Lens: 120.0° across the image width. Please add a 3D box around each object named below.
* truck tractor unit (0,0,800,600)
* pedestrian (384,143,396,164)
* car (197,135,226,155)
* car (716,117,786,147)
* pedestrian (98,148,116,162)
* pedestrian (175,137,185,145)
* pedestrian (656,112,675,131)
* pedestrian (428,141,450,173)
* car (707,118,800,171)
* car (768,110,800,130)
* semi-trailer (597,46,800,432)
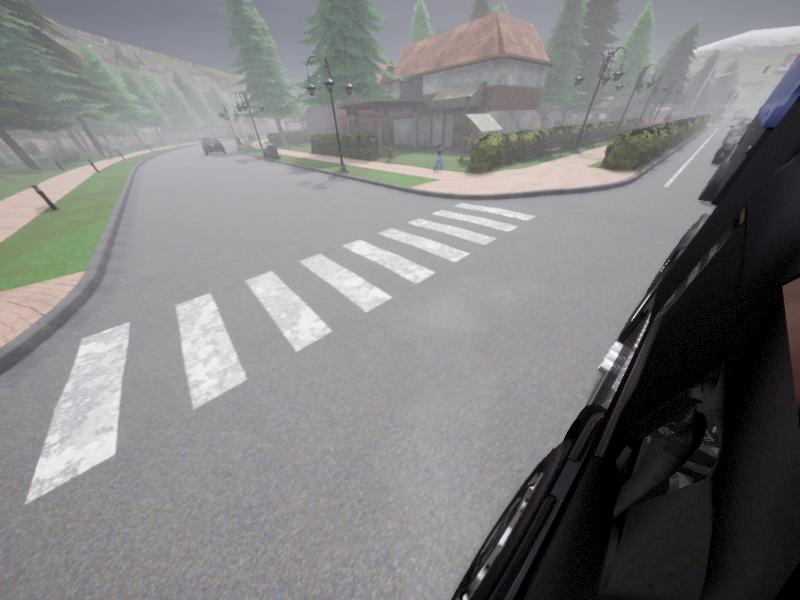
[{"bbox_3d":[2.645,-0.295,0.351,6.516,4.208,3.053,-28,44,-30],"label":"truck tractor unit"},{"bbox_3d":[-0.664,-9.490,14.959,0.500,1.100,0.500,-30,45,-31],"label":"pedestrian"},{"bbox_3d":[-23.303,-19.217,28.617,2.097,1.767,4.553,-24,43,-26],"label":"car"},{"bbox_3d":[25.486,-12.352,16.920,4.902,1.511,2.128,-30,45,-31],"label":"car"},{"bbox_3d":[-29.707,-14.716,23.411,0.500,1.100,0.500,-17,40,-18],"label":"pedestrian"},{"bbox_3d":[-45.186,-32.656,47.443,0.751,1.300,0.751,-11,38,-11],"label":"pedestrian"},{"bbox_3d":[33.684,-22.669,29.300,0.751,1.860,0.751,-28,44,-29],"label":"pedestrian"},{"bbox_3d":[2.001,-7.434,11.990,0.751,1.300,0.751,28,47,33],"label":"pedestrian"},{"bbox_3d":[16.960,-7.539,11.043,4.856,1.649,2.033,-30,45,-31],"label":"car"},{"bbox_3d":[44.912,-20.638,26.476,4.611,1.667,2.242,-30,45,-31],"label":"car"},{"bbox_3d":[8.695,-3.647,4.171,14.254,4.402,2.717,-29,45,-29],"label":"semi-trailer"}]
